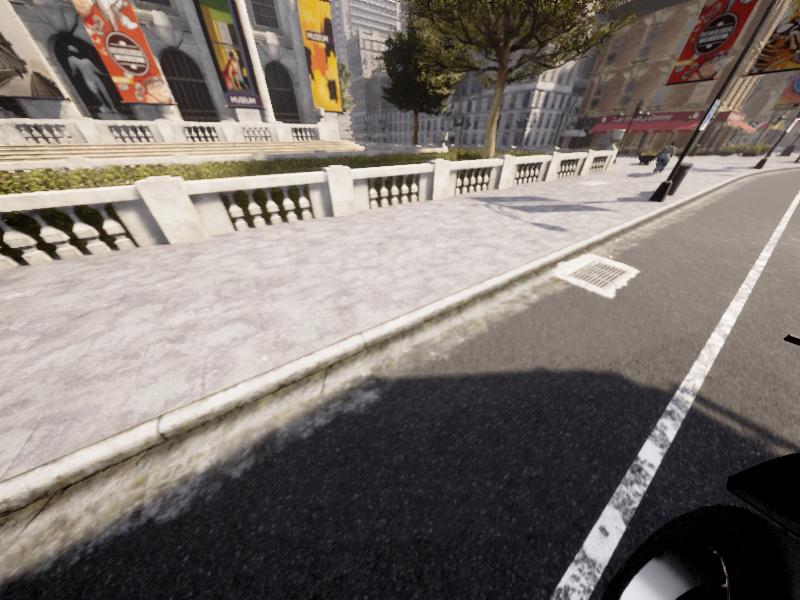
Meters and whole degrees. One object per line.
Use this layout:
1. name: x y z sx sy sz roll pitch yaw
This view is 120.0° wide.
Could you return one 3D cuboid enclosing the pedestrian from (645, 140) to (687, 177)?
1. pedestrian: 16.324 -8.721 14.234 0.751 1.860 0.751 -15 38 -19
